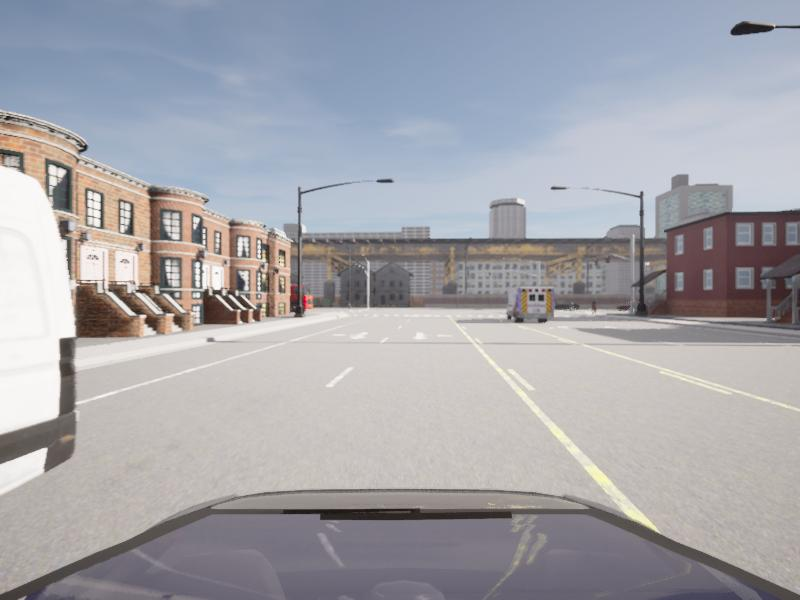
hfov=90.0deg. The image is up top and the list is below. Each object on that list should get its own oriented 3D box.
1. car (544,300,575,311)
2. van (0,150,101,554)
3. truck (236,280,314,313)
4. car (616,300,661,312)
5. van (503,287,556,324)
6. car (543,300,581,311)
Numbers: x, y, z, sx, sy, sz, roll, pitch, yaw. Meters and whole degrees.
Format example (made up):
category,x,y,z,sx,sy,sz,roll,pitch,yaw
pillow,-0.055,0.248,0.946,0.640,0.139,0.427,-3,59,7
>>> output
category,x,y,z,sx,sy,sz,roll,pitch,yaw
car,22.212,0.785,55.865,3.705,1.549,1.789,0,0,5
van,-3.912,0.320,0.470,1.988,2.561,5.915,1,0,10
truck,-15.034,-0.366,48.443,8.468,3.827,2.891,0,0,5
car,32.695,0.796,54.989,5.008,1.535,1.882,0,0,5
van,9.333,0.359,29.483,2.351,2.431,6.366,0,0,5
car,23.888,0.811,59.239,4.892,1.490,1.837,0,0,5
